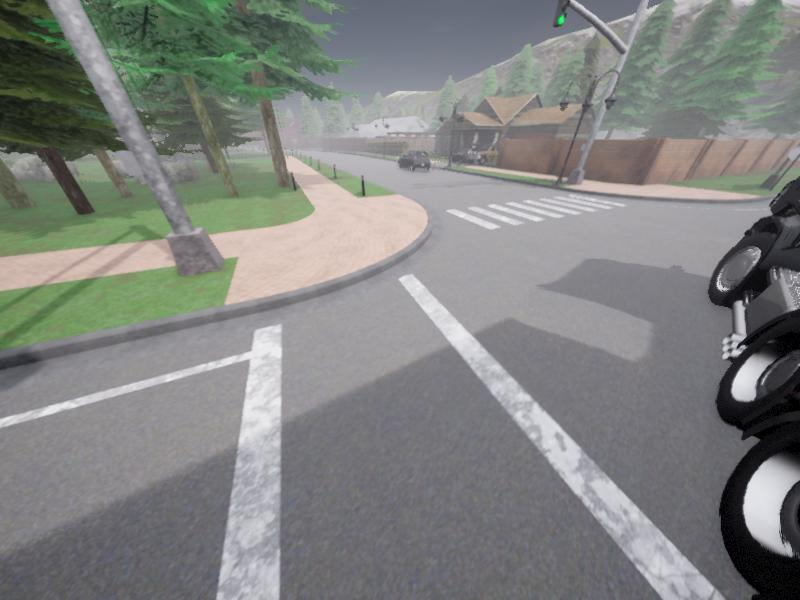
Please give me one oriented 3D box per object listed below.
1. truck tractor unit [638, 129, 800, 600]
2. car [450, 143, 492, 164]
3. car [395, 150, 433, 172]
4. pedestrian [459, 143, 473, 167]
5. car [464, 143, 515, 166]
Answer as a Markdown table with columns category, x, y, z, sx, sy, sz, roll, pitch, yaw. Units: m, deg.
| category | x | y | z | sx | sy | sz | roll | pitch | yaw |
| --- | --- | --- | --- | --- | --- | --- | --- | --- | --- |
| truck tractor unit | 4.860 | -0.498 | 1.057 | 6.516 | 4.208 | 3.053 | -28 | 44 | -33 |
| car | 7.949 | -16.566 | 26.049 | 3.866 | 1.878 | 1.905 | -15 | 38 | -21 |
| car | 1.174 | -12.578 | 20.790 | 1.845 | 1.501 | 3.633 | -15 | 37 | -21 |
| pedestrian | 6.335 | -14.028 | 22.328 | 0.751 | 1.860 | 0.751 | 27 | 43 | 33 |
| car | 9.378 | -15.363 | 24.321 | 4.605 | 1.855 | 1.932 | -15 | 38 | -21 |
